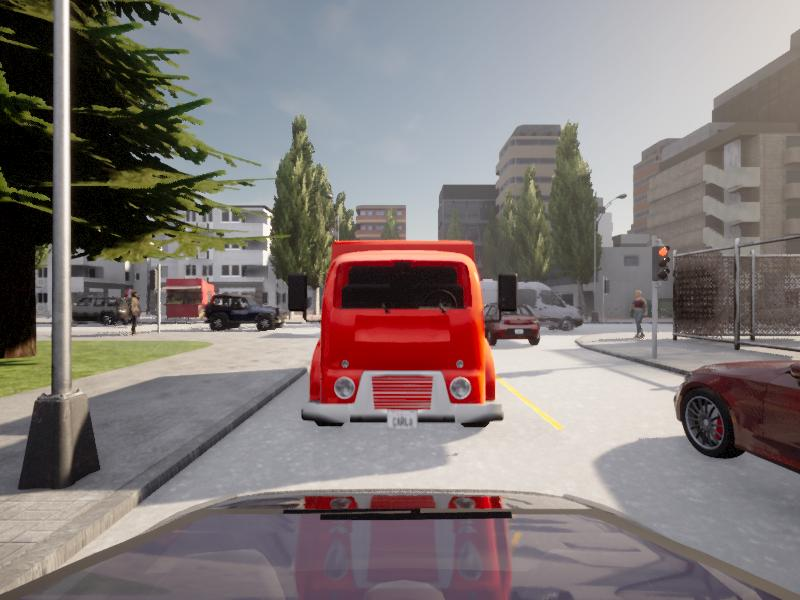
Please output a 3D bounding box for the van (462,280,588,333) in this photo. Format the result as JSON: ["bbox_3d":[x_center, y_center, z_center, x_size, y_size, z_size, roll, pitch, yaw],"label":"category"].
[{"bbox_3d":[6.291,0.322,20.639,5.915,2.561,1.988,0,0,0],"label":"van"}]

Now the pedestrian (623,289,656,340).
[{"bbox_3d":[8.925,0.525,14.947,0.751,1.860,0.751,0,0,-20],"label":"pedestrian"}]

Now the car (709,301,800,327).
[{"bbox_3d":[22.111,0.829,24.690,4.514,1.525,2.007,0,0,0],"label":"car"}]

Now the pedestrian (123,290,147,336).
[{"bbox_3d":[-11.041,0.534,16.681,0.751,1.860,0.751,0,0,-26],"label":"pedestrian"}]

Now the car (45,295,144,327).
[{"bbox_3d":[-18.651,0.655,24.607,4.605,1.855,1.932,1,0,0],"label":"car"}]

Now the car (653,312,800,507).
[{"bbox_3d":[3.987,0.870,2.524,1.812,1.442,4.674,0,0,0],"label":"car"}]

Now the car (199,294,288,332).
[{"bbox_3d":[-7.946,0.646,20.618,3.866,1.878,1.905,0,0,0],"label":"car"}]

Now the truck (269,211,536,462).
[{"bbox_3d":[0.042,0.356,6.534,2.627,2.467,5.204,0,0,0],"label":"truck"}]

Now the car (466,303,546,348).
[{"bbox_3d":[3.879,0.854,15.398,1.816,1.474,4.193,0,0,-3],"label":"car"}]
